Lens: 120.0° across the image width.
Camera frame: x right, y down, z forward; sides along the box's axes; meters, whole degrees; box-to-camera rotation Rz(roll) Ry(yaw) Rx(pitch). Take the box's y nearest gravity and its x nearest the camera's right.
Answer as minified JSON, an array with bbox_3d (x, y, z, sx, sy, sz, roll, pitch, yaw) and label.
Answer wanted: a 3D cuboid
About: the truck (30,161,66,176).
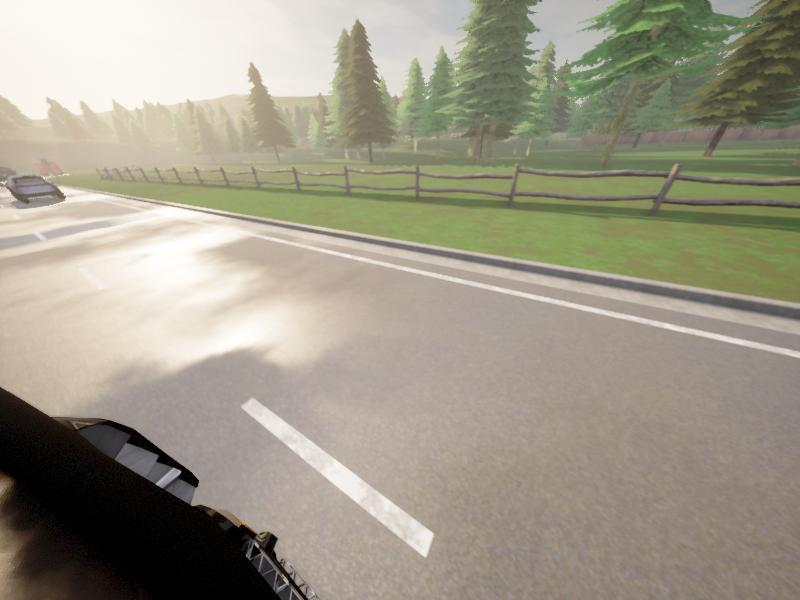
[{"bbox_3d":[-76.111,-28.437,49.974,5.204,2.467,2.627,13,37,23],"label":"truck"}]

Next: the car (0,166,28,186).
[{"bbox_3d":[-53.660,-16.865,31.339,5.566,2.045,2.150,17,38,26],"label":"car"}]

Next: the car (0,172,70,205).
[{"bbox_3d":[-26.295,-8.058,16.491,4.856,1.649,2.033,17,38,27],"label":"car"}]
